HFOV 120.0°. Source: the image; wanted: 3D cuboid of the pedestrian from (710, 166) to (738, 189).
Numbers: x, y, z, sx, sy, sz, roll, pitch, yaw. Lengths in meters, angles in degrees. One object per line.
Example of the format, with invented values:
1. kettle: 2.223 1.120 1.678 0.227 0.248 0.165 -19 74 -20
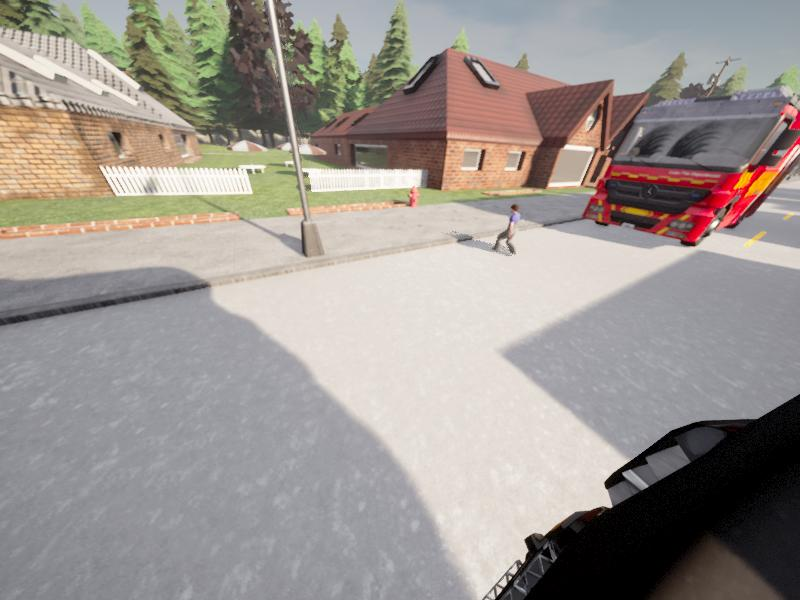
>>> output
1. pedestrian: 30.682 -11.602 21.901 0.751 1.860 0.751 -21 40 -31

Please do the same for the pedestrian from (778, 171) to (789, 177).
1. pedestrian: 86.291 -28.344 51.954 0.751 1.300 0.751 -16 38 -26

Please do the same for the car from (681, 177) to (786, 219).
1. car: 17.985 -5.627 12.460 4.902 1.511 2.128 -16 38 -26

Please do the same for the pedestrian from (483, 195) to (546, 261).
1. pedestrian: 2.718 -1.755 5.587 0.751 1.300 0.751 -22 41 -32

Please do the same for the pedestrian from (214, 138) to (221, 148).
1. pedestrian: -41.843 -35.998 53.019 0.751 1.860 0.751 -17 38 -27

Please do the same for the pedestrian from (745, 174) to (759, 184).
1. pedestrian: 45.664 -15.727 29.967 0.500 1.100 0.500 -17 38 -27

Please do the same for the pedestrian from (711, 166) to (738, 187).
1. pedestrian: 34.124 -13.020 24.304 0.751 1.860 0.751 -18 39 -28

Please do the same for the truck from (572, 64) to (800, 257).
1. truck: 10.697 -4.511 8.117 8.468 3.827 2.891 -16 38 -26

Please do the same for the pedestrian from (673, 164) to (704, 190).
1. pedestrian: 24.435 -10.403 19.608 0.751 1.860 0.751 -16 38 -26
